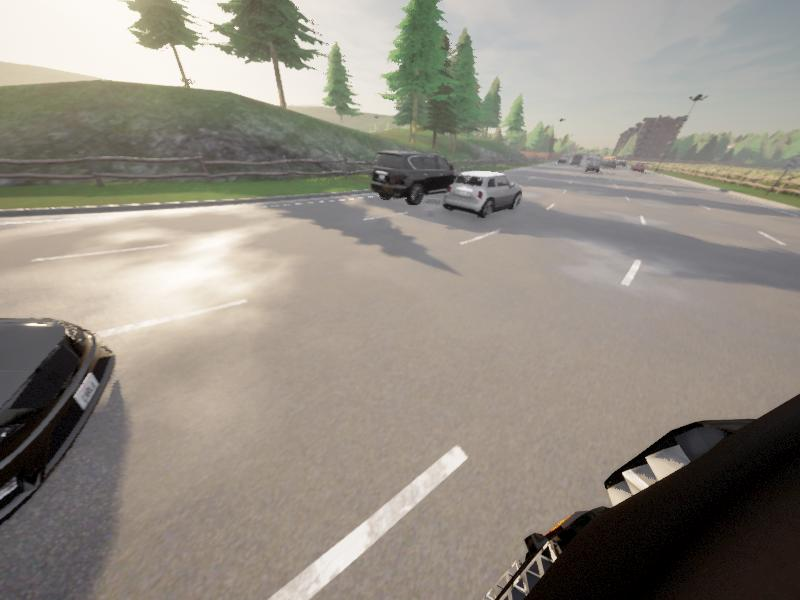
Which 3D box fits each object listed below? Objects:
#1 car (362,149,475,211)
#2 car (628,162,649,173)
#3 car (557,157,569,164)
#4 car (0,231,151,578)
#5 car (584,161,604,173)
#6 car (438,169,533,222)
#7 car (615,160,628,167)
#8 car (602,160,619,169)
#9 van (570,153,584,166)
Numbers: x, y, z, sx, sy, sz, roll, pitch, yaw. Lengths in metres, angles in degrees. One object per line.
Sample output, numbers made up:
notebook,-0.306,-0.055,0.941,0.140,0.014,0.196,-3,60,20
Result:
car,1.071,-6.012,11.248,2.150,2.045,5.566,30,42,34
car,44.594,-24.825,43.226,1.845,1.501,3.633,23,39,27
car,46.978,-40.246,66.562,1.930,1.638,5.238,23,38,27
car,-4.326,0.993,0.810,4.193,1.474,1.816,-16,38,-25
car,32.795,-22.561,39.086,2.033,1.411,5.357,23,38,27
car,3.650,-4.588,9.801,3.806,1.475,1.970,-27,44,-37
car,62.495,-38.494,65.158,1.837,1.490,4.892,23,38,27
car,50.208,-32.476,55.167,2.242,1.667,4.611,23,38,27
van,46.931,-37.178,61.078,1.988,2.561,5.915,23,38,27
